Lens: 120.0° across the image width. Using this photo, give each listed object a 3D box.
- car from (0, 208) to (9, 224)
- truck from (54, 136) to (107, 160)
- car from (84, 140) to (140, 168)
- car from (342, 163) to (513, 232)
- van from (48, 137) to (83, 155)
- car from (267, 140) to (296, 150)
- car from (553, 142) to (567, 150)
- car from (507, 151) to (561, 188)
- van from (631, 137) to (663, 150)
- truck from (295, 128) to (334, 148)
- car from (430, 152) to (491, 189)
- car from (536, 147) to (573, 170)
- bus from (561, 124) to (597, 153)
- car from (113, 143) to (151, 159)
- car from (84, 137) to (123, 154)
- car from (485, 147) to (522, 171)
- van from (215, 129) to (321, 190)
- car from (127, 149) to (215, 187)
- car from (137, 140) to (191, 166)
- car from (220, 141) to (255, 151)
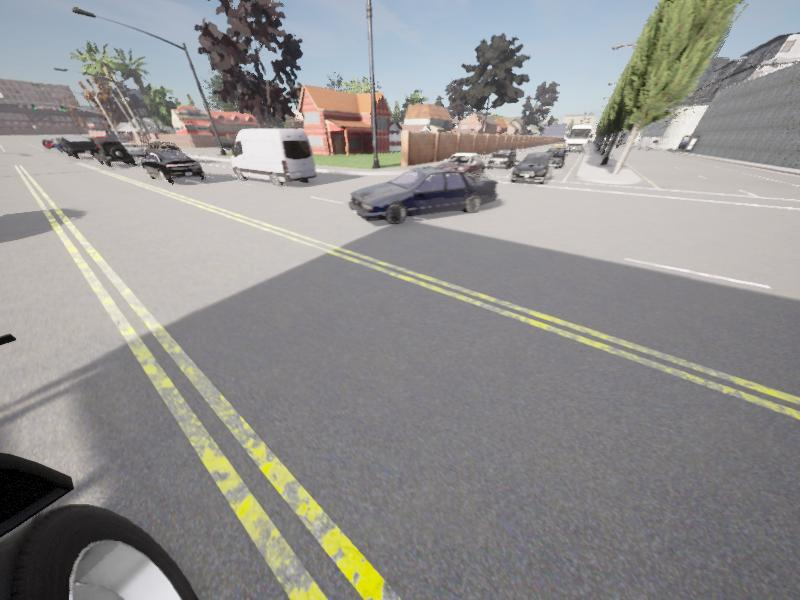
[{"bbox_3d":[-12.355,-2.088,5.566,1.994,1.385,4.181,-30,45,-35],"label":"car"},{"bbox_3d":[-37.878,-18.091,27.377,6.274,2.098,2.390,22,41,28],"label":"truck"},{"bbox_3d":[-25.146,-12.814,20.199,3.866,1.878,1.905,22,41,28],"label":"car"},{"bbox_3d":[0.992,-3.755,8.028,5.357,1.411,2.033,-16,38,-22],"label":"car"},{"bbox_3d":[-47.751,-22.086,33.015,4.442,1.987,1.775,22,41,28],"label":"van"},{"bbox_3d":[-25.481,-33.642,49.949,2.152,1.651,5.027,21,40,27],"label":"car"},{"bbox_3d":[37.737,-36.297,54.355,1.882,1.535,5.008,22,41,27],"label":"car"},{"bbox_3d":[8.410,-8.199,14.307,1.837,1.490,4.892,22,40,27],"label":"car"},{"bbox_3d":[63.485,-40.362,59.557,1.988,2.561,5.915,4,37,5],"label":"van"},{"bbox_3d":[-20.358,-38.987,55.664,2.891,3.827,8.468,21,40,27],"label":"truck"},{"bbox_3d":[3.629,-7.801,13.714,1.970,1.475,3.806,23,41,28],"label":"car"},{"bbox_3d":[14.328,-13.156,21.358,2.007,1.525,4.514,22,40,27],"label":"car"},{"bbox_3d":[34.931,-31.363,44.987,3.944,4.253,10.273,22,40,27],"label":"bus"},{"bbox_3d":[-32.394,-18.061,27.930,3.806,1.475,1.970,22,41,28],"label":"car"},{"bbox_3d":[-44.212,-23.127,34.475,5.566,2.045,2.150,22,41,28],"label":"car"},{"bbox_3d":[9.048,-12.320,20.101,1.789,1.549,3.705,22,40,27],"label":"car"},{"bbox_3d":[-7.575,-8.225,13.297,5.915,2.561,1.988,22,40,26],"label":"van"},{"bbox_3d":[-13.590,-7.941,13.724,4.902,1.511,2.128,22,41,28],"label":"car"},{"bbox_3d":[-22.773,-14.289,22.325,4.605,1.855,1.932,22,40,27],"label":"car"},{"bbox_3d":[-30.584,-29.192,43.708,1.837,1.490,4.892,21,40,27],"label":"car"}]
